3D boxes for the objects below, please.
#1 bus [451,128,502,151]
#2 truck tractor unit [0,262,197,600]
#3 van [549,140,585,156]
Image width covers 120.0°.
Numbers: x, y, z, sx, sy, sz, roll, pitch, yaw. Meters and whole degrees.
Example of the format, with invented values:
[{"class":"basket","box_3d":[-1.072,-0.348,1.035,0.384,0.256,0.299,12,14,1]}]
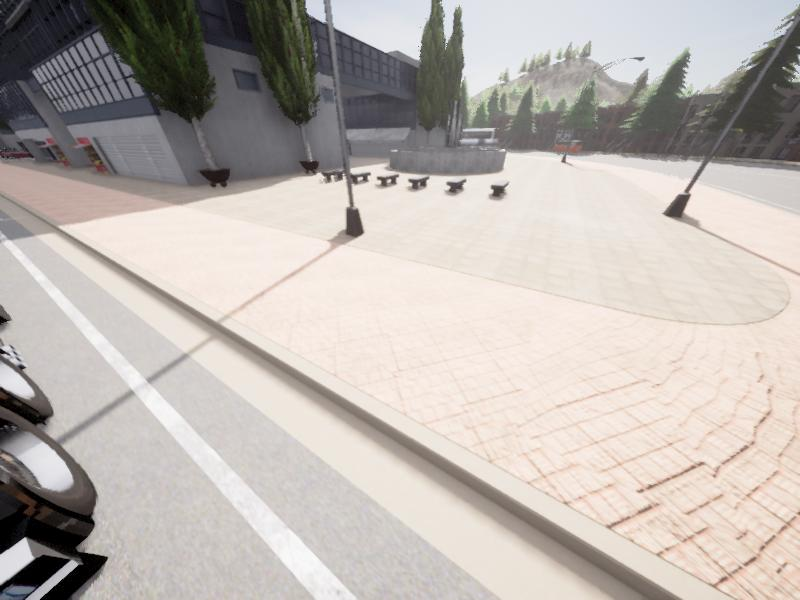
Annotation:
[{"class":"bus","box_3d":[18.180,-38.697,55.726,10.273,4.253,3.944,26,43,33]},{"class":"truck tractor unit","box_3d":[-5.111,-0.300,0.784,6.516,4.208,3.053,18,39,24]},{"class":"van","box_3d":[27.728,-25.423,38.545,1.775,1.987,4.442,-10,36,-14]}]
